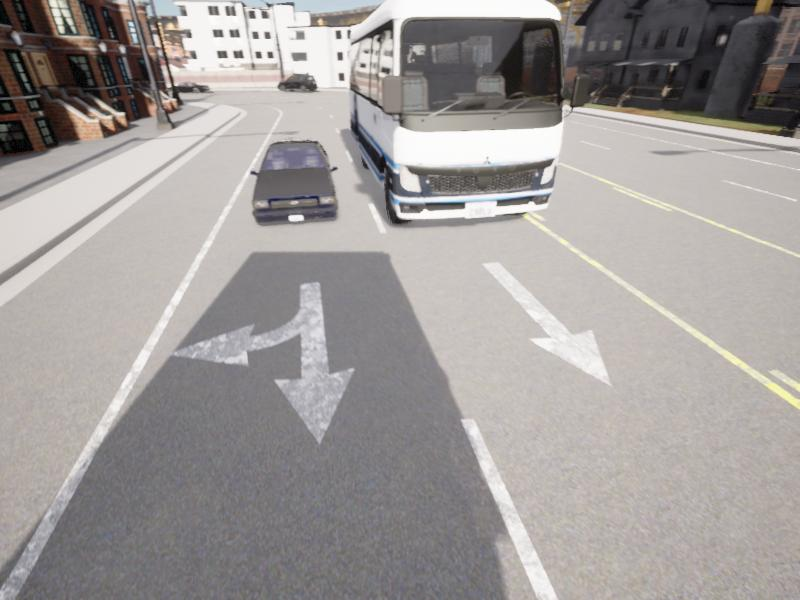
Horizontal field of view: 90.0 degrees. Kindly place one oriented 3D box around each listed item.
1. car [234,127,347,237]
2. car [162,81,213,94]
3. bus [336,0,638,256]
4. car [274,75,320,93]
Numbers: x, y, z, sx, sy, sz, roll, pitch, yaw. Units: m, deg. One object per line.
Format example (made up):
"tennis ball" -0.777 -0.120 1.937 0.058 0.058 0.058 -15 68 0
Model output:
"car" -2.667 -3.349 10.366 2.033 1.411 5.357 -6 31 -9
"car" -28.132 -28.163 53.074 5.357 1.411 2.033 -1 30 -1
"bus" 0.710 -5.401 10.984 3.944 4.253 10.273 -6 31 -9
"car" -13.632 -28.700 53.128 5.566 2.045 2.150 12 33 20
